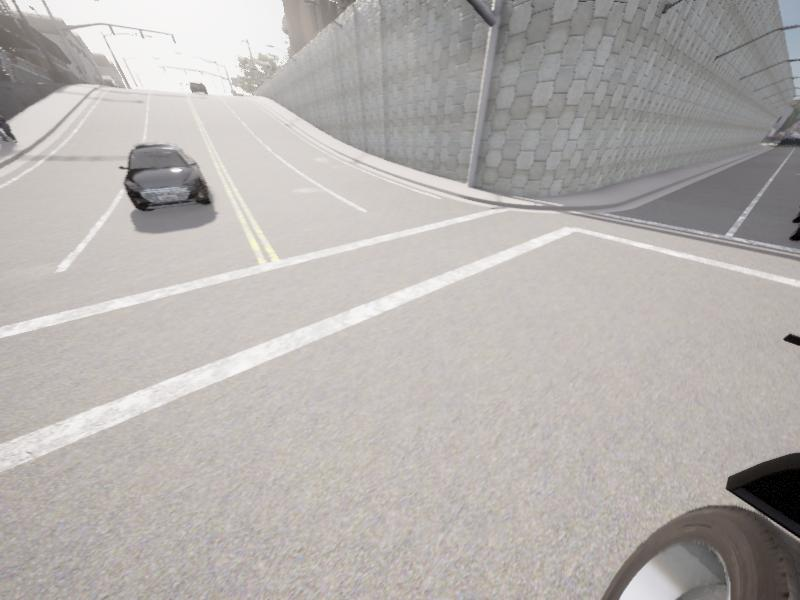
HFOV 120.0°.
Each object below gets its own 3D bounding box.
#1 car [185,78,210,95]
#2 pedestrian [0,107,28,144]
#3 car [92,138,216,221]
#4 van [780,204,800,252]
[{"bbox_3d":[-29.597,-31.042,33.717,2.128,1.511,4.902,-23,45,-28],"label":"car"},{"bbox_3d":[-20.586,-9.082,11.772,0.751,1.860,0.751,-23,41,-29],"label":"pedestrian"},{"bbox_3d":[-8.516,-4.666,8.426,2.033,1.649,4.856,-22,46,-28],"label":"car"},{"bbox_3d":[11.591,-2.405,5.494,4.442,1.987,1.775,-22,41,-28],"label":"van"}]
